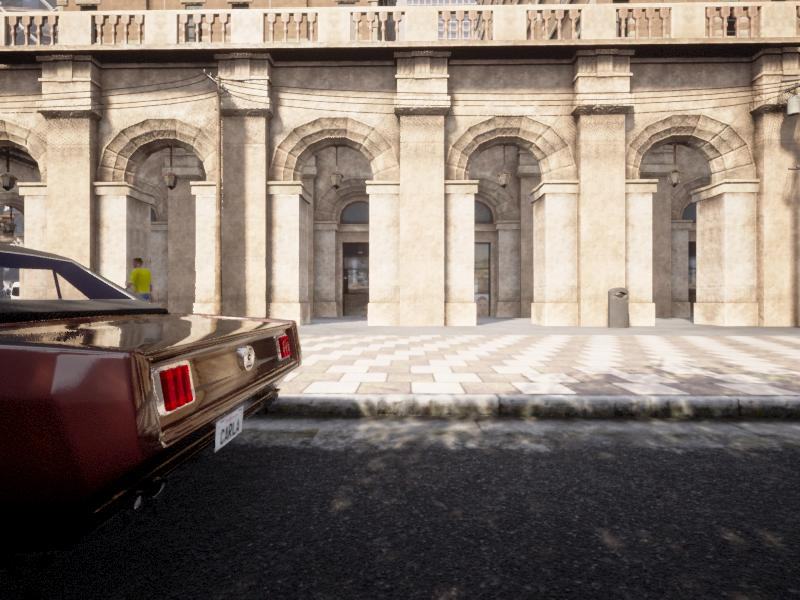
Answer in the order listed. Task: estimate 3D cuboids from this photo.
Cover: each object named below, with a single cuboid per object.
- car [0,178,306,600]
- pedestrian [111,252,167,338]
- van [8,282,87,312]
[{"bbox_3d":[-3.058,0.338,2.008,4.718,1.301,1.895,0,0,1],"label":"car"},{"bbox_3d":[-5.871,-0.115,9.040,0.751,1.860,0.751,0,0,2],"label":"pedestrian"},{"bbox_3d":[-32.401,-0.278,37.096,1.988,2.561,5.915,0,0,1],"label":"van"}]
